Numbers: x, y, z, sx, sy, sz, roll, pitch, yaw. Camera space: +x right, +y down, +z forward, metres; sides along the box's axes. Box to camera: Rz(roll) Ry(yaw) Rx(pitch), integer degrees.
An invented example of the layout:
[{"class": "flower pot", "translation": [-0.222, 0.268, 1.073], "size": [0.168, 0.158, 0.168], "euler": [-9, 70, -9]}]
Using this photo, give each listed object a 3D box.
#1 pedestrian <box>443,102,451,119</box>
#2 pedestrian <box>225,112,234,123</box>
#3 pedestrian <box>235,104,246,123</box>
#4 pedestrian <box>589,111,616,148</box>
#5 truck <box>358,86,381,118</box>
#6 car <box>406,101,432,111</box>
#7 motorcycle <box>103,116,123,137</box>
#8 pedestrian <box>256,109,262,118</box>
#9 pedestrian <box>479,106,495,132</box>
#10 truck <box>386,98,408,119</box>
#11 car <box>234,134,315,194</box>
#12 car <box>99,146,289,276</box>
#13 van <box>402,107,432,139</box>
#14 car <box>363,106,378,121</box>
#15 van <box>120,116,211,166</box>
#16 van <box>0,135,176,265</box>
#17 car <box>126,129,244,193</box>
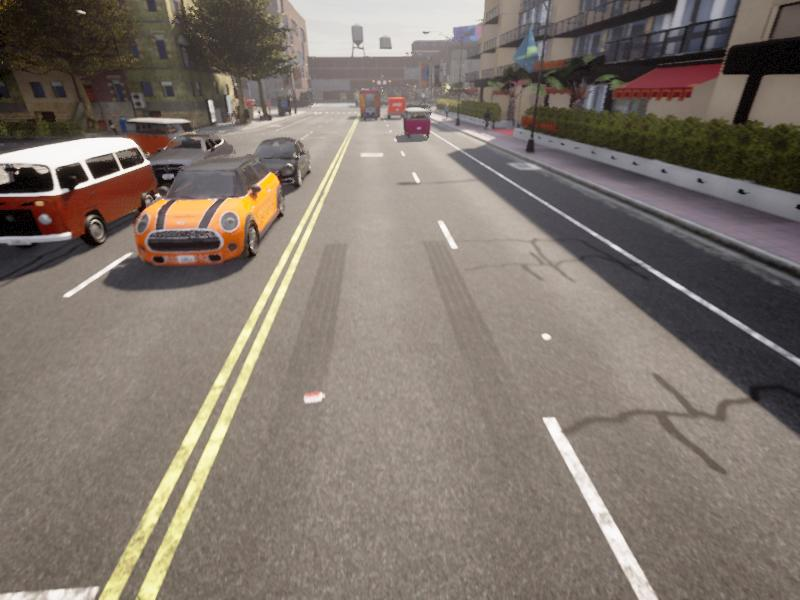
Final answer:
[{"class": "pedestrian", "translation": [5.650, -22.781, 48.143], "size": [0.751, 1.860, 0.751], "euler": [-1, 27, -1]}, {"class": "pedestrian", "translation": [-19.067, -20.442, 44.800], "size": [0.500, 1.100, 0.500], "euler": [3, 28, 7]}, {"class": "pedestrian", "translation": [-17.956, -20.957, 44.954], "size": [0.751, 1.860, 0.751], "euler": [-6, 28, -10]}, {"class": "pedestrian", "translation": [11.399, -9.575, 22.528], "size": [0.751, 1.860, 0.751], "euler": [-2, 27, -3]}, {"class": "truck", "translation": [-4.332, -28.520, 57.629], "size": [2.891, 3.827, 8.468], "euler": [-2, 27, -3]}, {"class": "car", "translation": [3.762, -38.585, 79.528], "size": [4.792, 1.488, 2.163], "euler": [-16, 31, -28]}, {"class": "motorcycle", "translation": [-23.364, -14.121, 32.542], "size": [0.764, 1.277, 2.356], "euler": [-27, 36, -24]}, {"class": "pedestrian", "translation": [-19.131, -25.426, 54.438], "size": [0.500, 1.100, 0.500], "euler": [-2, 27, -3]}, {"class": "pedestrian", "translation": [7.026, -14.662, 32.426], "size": [0.751, 1.860, 0.751], "euler": [-14, 30, -24]}, {"class": "truck", "translation": [-0.509, -25.784, 53.760], "size": [2.627, 2.467, 5.204], "euler": [-2, 27, -3]}, {"class": "car", "translation": [-4.599, -5.410, 15.485], "size": [1.837, 1.490, 4.892], "euler": [-2, 27, -3]}, {"class": "car", "translation": [-4.126, -2.312, 9.161], "size": [2.097, 1.767, 4.553], "euler": [-2, 27, -3]}, {"class": "van", "translation": [1.230, -13.747, 30.986], "size": [1.775, 1.987, 4.442], "euler": [-2, 27, -3]}, {"class": "car", "translation": [-3.730, -23.428, 50.247], "size": [1.789, 1.549, 3.705], "euler": [-2, 27, -3]}, {"class": "van", "translation": [-12.048, -8.237, 20.523], "size": [4.442, 1.987, 1.775], "euler": [17, 32, 30]}, {"class": "van", "translation": [-7.673, -2.660, 9.616], "size": [2.069, 2.038, 4.480], "euler": [-2, 27, -3]}, {"class": "car", "translation": [-8.135, -5.656, 15.873], "size": [2.152, 1.651, 5.027], "euler": [-2, 27, -3]}]
